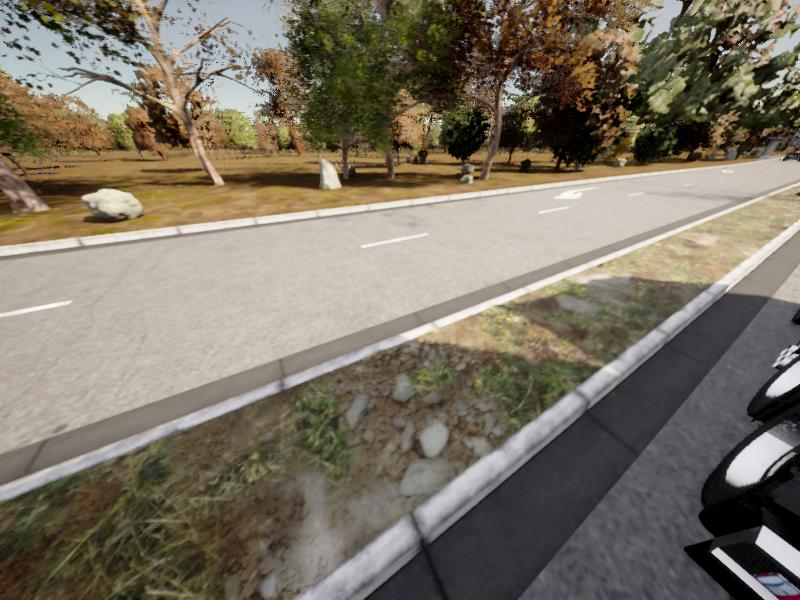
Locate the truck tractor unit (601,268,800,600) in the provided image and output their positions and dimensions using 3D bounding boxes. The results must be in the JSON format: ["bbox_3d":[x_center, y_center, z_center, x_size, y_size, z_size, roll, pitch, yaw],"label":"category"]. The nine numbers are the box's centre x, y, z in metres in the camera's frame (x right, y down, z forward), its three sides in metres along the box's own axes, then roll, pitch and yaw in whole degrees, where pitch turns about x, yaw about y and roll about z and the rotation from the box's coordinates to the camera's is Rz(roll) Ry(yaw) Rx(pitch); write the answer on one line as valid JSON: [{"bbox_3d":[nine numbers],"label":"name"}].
[{"bbox_3d":[5.123,-0.286,0.775,6.516,4.208,3.053,-18,39,-24],"label":"truck tractor unit"}]
